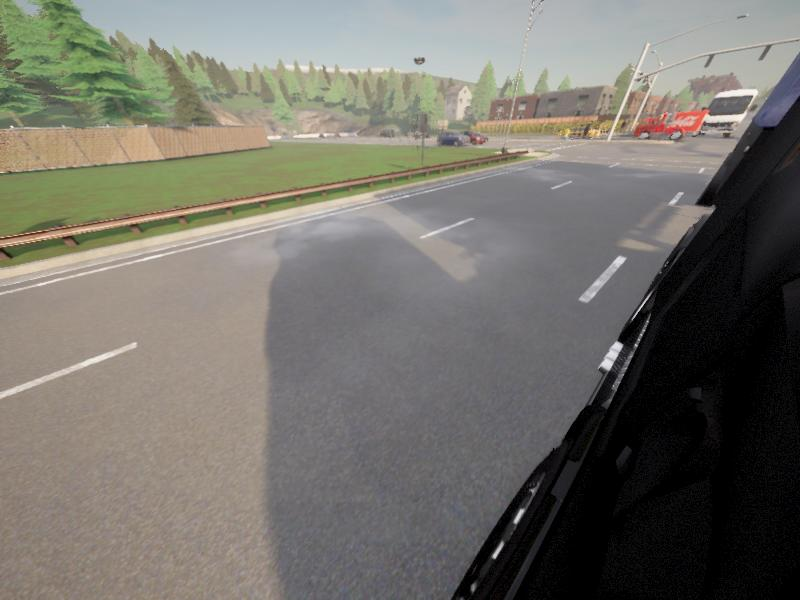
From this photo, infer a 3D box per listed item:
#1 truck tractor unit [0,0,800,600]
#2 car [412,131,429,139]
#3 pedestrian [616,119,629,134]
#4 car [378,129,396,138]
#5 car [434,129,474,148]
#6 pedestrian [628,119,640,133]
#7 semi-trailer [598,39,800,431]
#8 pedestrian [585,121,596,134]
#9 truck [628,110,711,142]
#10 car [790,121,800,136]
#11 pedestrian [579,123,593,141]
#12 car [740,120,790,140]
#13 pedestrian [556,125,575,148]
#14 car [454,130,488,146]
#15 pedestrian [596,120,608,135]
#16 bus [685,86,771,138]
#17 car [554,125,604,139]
[{"bbox_3d":[2.645,-0.295,0.351,6.516,4.208,3.053,-28,44,-30],"label":"truck tractor unit"},{"bbox_3d":[4.948,-39.647,55.471,1.970,1.475,3.806,-28,44,-30],"label":"car"},{"bbox_3d":[35.433,-27.573,36.765,0.751,1.860,0.751,-27,43,-29],"label":"pedestrian"},{"bbox_3d":[-3.929,-49.302,68.503,2.150,2.045,5.566,-28,43,-30],"label":"car"},{"bbox_3d":[6.882,-20.976,29.972,2.097,1.767,4.553,-27,43,-30],"label":"car"},{"bbox_3d":[38.427,-28.524,37.929,0.751,1.860,0.751,25,45,32],"label":"pedestrian"},{"bbox_3d":[8.700,-3.582,4.256,14.254,4.402,2.717,-28,43,-30],"label":"semi-trailer"},{"bbox_3d":[34.301,-31.138,41.688,0.751,1.860,0.751,-26,42,-28],"label":"pedestrian"},{"bbox_3d":[29.808,-19.333,25.802,2.627,2.467,5.204,-27,41,-29],"label":"truck"},{"bbox_3d":[45.517,-19.100,25.452,3.806,1.475,1.970,-28,43,-30],"label":"car"},{"bbox_3d":[24.078,-21.741,29.899,0.751,1.860,0.751,14,40,21],"label":"pedestrian"},{"bbox_3d":[37.094,-17.387,23.614,4.902,1.511,2.128,-28,43,-30],"label":"car"},{"bbox_3d":[16.667,-16.510,23.300,0.751,1.860,0.751,-30,45,-32],"label":"pedestrian"},{"bbox_3d":[9.663,-22.247,31.676,1.851,1.617,3.988,-27,43,-30],"label":"car"},{"bbox_3d":[32.900,-28.110,37.695,0.751,1.860,0.751,16,40,23],"label":"pedestrian"},{"bbox_3d":[39.378,-22.349,27.858,10.273,4.253,3.944,-28,43,-30],"label":"bus"},{"bbox_3d":[26.238,-24.755,34.101,1.801,1.575,5.366,-27,43,-30],"label":"car"}]
